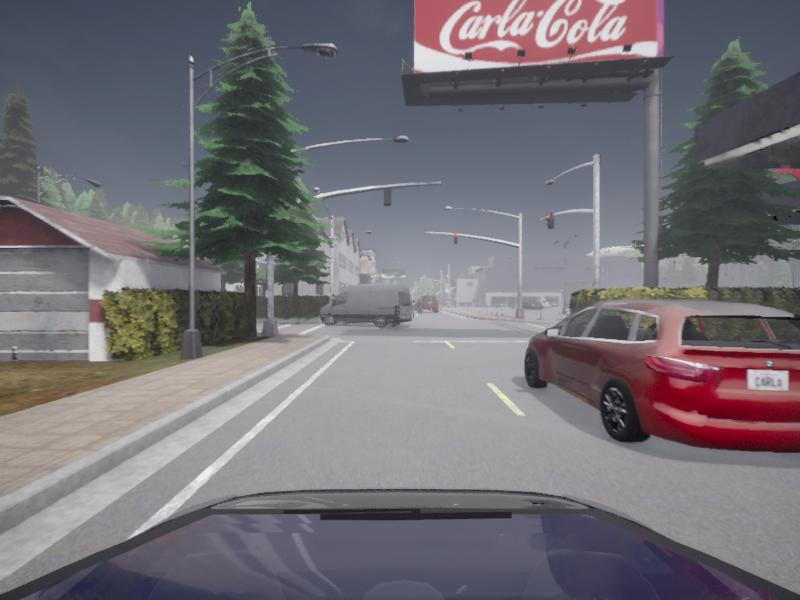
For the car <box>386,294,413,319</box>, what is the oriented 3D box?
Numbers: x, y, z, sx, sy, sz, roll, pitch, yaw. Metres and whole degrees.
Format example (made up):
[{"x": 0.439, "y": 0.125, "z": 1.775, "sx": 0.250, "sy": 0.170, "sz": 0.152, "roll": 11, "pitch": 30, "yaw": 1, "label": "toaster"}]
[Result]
[{"x": -0.019, "y": 0.524, "z": 34.925, "sx": 2.150, "sy": 2.045, "sz": 5.566, "roll": 0, "pitch": 0, "yaw": 0, "label": "car"}]

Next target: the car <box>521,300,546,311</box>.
[{"x": 18.892, "y": 0.761, "z": 56.896, "sx": 2.007, "sy": 1.523, "sz": 4.514, "roll": 0, "pitch": 0, "yaw": 0, "label": "car"}]

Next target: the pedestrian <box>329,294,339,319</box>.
[{"x": -5.026, "y": 0.460, "z": 30.467, "sx": 0.751, "sy": 1.860, "sz": 0.751, "roll": 0, "pitch": 0, "yaw": -12, "label": "pedestrian"}]

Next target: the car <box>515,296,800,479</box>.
[{"x": 3.538, "y": 0.829, "z": 6.028, "sx": 2.242, "sy": 1.667, "sz": 4.611, "roll": 2, "pitch": 0, "yaw": 0, "label": "car"}]

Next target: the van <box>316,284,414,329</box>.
[{"x": -2.267, "y": 0.371, "z": 25.133, "sx": 5.915, "sy": 2.561, "sz": 1.988, "roll": 0, "pitch": 0, "yaw": 26, "label": "van"}]

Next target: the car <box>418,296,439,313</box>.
[{"x": 3.473, "y": 0.508, "z": 49.974, "sx": 2.150, "sy": 2.045, "sz": 5.566, "roll": 0, "pitch": 0, "yaw": 0, "label": "car"}]
